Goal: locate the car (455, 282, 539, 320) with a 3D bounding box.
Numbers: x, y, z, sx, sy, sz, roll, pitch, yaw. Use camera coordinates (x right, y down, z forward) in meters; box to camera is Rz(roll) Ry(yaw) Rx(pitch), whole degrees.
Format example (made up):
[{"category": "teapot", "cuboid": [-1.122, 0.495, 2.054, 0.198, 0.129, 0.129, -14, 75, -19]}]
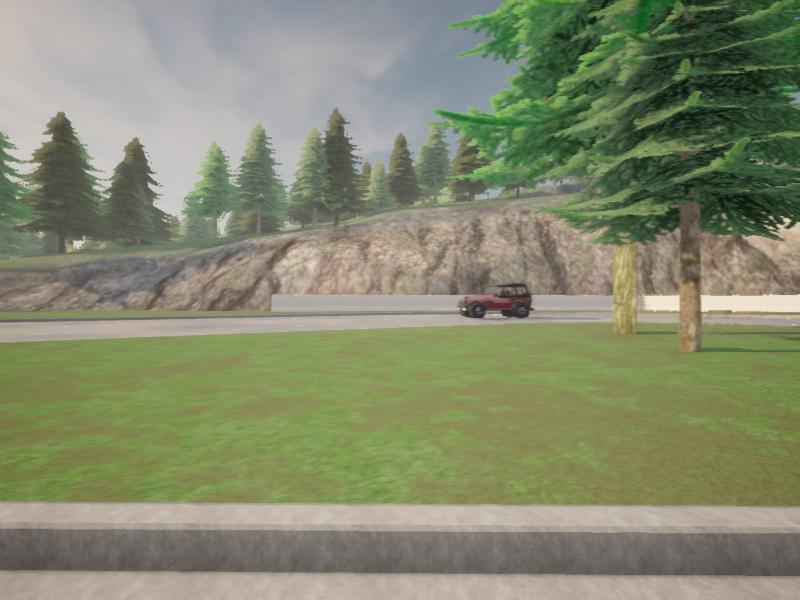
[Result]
[{"category": "car", "cuboid": [5.048, 0.047, 21.081, 3.866, 1.878, 1.905, 0, 0, -7]}]
